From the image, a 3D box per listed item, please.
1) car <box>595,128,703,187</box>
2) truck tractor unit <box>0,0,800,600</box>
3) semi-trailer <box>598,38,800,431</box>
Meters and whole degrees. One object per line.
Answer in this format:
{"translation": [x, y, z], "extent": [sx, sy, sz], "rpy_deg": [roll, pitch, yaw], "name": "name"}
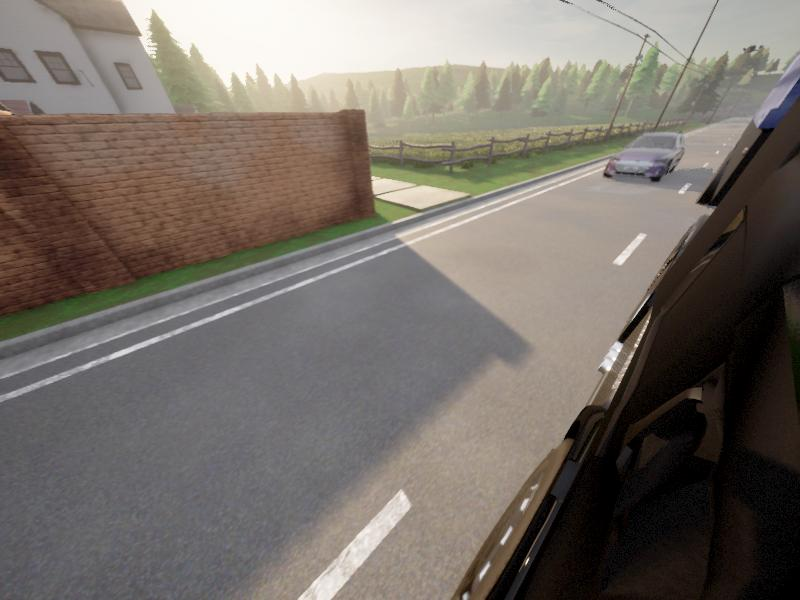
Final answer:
{"translation": [11.027, -6.434, 10.215], "extent": [4.856, 1.649, 2.033], "rpy_deg": [-28, 43, -30], "name": "car"}
{"translation": [2.645, -0.295, 0.351], "extent": [6.516, 4.208, 3.053], "rpy_deg": [-28, 44, -30], "name": "truck tractor unit"}
{"translation": [8.687, -3.612, 4.241], "extent": [14.254, 4.402, 2.717], "rpy_deg": [-28, 43, -30], "name": "semi-trailer"}
